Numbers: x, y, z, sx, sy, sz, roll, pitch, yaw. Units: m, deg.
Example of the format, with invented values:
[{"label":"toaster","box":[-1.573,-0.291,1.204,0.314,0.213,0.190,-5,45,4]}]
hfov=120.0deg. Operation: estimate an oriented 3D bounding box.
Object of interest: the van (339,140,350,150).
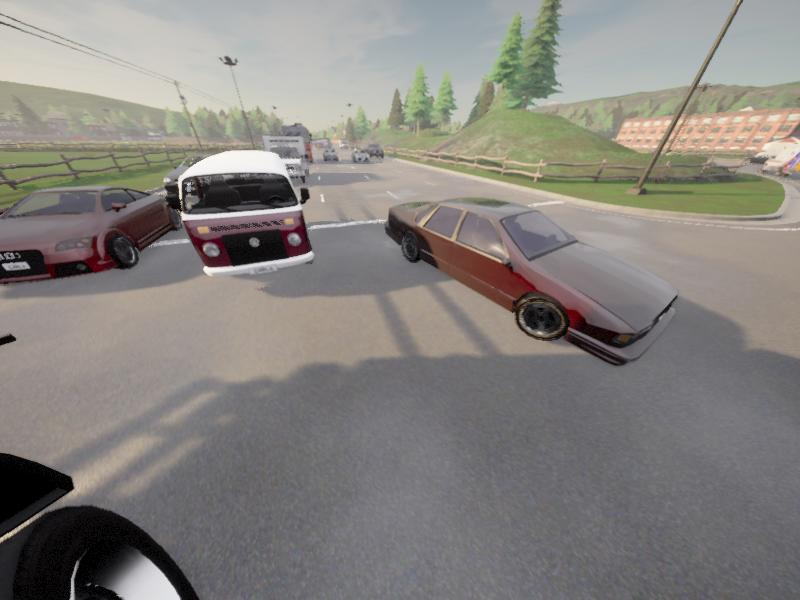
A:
[{"label":"van","box":[-16.758,-46.842,69.688,2.351,2.431,6.366,-9,36,-14]}]

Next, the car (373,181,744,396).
[{"label":"car","box":[1.694,-1.106,4.465,2.033,1.411,5.357,-20,40,-28]}]

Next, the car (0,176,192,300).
[{"label":"car","box":[-7.032,-1.780,5.276,1.994,1.385,4.181,-11,36,-16]}]

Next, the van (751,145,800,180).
[{"label":"van","box":[36.600,-12.719,21.227,2.351,2.431,6.366,22,40,28]}]

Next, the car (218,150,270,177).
[{"label":"car","box":[-12.074,-10.900,18.334,2.163,1.488,4.792,-9,36,-14]}]

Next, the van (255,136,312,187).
[{"label":"van","box":[-7.494,-9.560,15.651,2.351,2.431,6.366,-9,36,-15]}]

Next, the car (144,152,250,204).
[{"label":"car","box":[-9.554,-6.309,11.582,2.152,1.651,5.027,-9,36,-14]}]

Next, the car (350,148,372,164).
[{"label":"car","box":[-4.889,-17.800,28.539,1.970,1.475,3.806,-9,36,-14]}]

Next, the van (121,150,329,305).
[{"label":"van","box":[-3.225,-2.155,5.308,2.069,2.038,4.480,-14,37,-20]}]

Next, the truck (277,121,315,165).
[{"label":"truck","box":[-12.261,-18.950,27.978,2.891,3.827,8.468,-9,36,-14]}]

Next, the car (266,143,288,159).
[{"label":"car","box":[-18.007,-22.026,34.042,1.932,1.855,4.605,-9,36,-14]}]

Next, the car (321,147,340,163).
[{"label":"car","box":[-8.627,-18.002,28.702,1.845,1.501,3.633,-9,36,-14]}]

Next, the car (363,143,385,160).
[{"label":"car","box":[-4.105,-23.322,36.088,2.150,2.045,5.566,-9,36,-14]}]

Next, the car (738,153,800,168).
[{"label":"car","box":[53.005,-20.162,33.232,2.128,1.511,4.902,6,35,6]}]
